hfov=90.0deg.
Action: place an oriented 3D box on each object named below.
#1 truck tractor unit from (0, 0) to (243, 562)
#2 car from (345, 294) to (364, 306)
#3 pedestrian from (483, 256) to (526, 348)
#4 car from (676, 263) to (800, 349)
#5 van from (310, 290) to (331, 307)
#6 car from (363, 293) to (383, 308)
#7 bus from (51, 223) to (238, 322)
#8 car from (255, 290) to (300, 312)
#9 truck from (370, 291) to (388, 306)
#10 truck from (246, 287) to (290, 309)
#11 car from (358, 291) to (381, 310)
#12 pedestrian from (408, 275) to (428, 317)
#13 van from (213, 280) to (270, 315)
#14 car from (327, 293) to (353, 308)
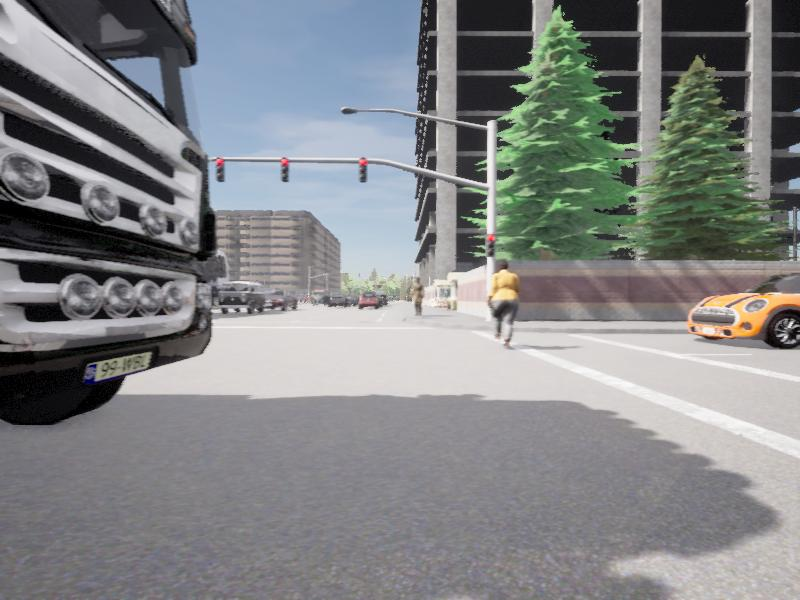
[{"bbox_3d":[-4.729,-1.129,2.208,6.516,4.208,3.053,0,0,0],"label":"truck tractor unit"},{"bbox_3d":[-6.466,-0.022,57.413,2.152,1.651,5.027,0,0,-1],"label":"car"},{"bbox_3d":[2.176,0.042,8.432,0.751,1.860,0.751,0,0,4],"label":"pedestrian"},{"bbox_3d":[9.351,0.125,9.198,4.553,1.767,2.097,0,0,0],"label":"car"},{"bbox_3d":[-9.909,-0.191,50.185,1.775,1.987,4.442,0,0,0],"label":"van"},{"bbox_3d":[-2.866,0.069,43.729,1.882,1.535,5.008,0,0,0],"label":"car"},{"bbox_3d":[-13.079,-1.258,22.372,3.944,4.253,10.273,0,1,0],"label":"bus"},{"bbox_3d":[-9.775,0.042,32.350,2.152,1.651,5.027,0,0,0],"label":"car"},{"bbox_3d":[-2.970,-0.254,58.235,2.390,2.098,6.274,0,0,0],"label":"truck"},{"bbox_3d":[-13.339,-0.231,40.927,2.390,2.098,6.274,0,0,0],"label":"truck"},{"bbox_3d":[-2.810,0.053,37.137,1.851,1.617,3.988,0,0,0],"label":"car"},{"bbox_3d":[0.813,-0.187,17.999,0.751,1.860,0.751,0,0,12],"label":"pedestrian"},{"bbox_3d":[-9.768,-0.146,25.049,2.069,2.038,4.480,0,0,-5],"label":"van"},{"bbox_3d":[-6.357,0.076,42.859,2.128,1.511,4.902,0,0,0],"label":"car"}]
